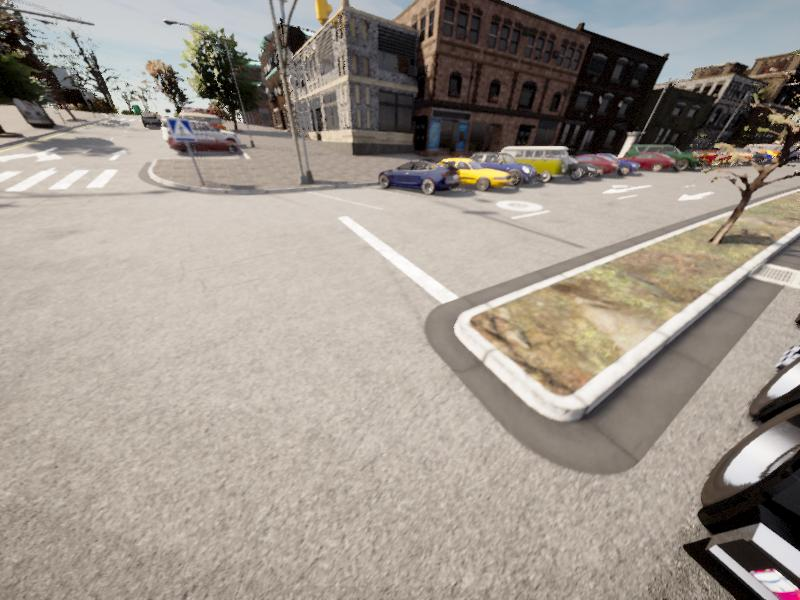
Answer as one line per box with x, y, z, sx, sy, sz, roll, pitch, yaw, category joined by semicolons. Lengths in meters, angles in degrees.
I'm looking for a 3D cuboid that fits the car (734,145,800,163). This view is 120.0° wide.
50.056;-20.060;31.595;1.878;1.987;4.442;-27;42;-35;car

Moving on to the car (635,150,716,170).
27.911;-14.404;23.667;5.008;1.535;2.097;29;43;36;car

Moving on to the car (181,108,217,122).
-39.307;-36.301;45.340;2.185;1.767;4.553;27;42;25;car

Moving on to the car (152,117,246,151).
-17.588;-14.766;20.663;2.435;2.045;5.566;28;42;25;car

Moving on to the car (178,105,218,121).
-42.676;-39.545;49.063;2.435;2.045;5.566;24;39;28;car

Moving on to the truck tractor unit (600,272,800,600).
5.125;-0.285;0.762;6.516;4.208;3.053;-18;39;-23;truck tractor unit

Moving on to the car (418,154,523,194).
3.788;-7.438;13.419;5.366;1.575;1.946;26;42;33;car

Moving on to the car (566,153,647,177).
17.046;-11.395;19.311;4.674;1.452;2.002;28;42;35;car

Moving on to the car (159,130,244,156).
-15.967;-12.858;18.926;2.002;1.452;4.674;28;42;25;car

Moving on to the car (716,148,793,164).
47.070;-19.329;30.919;1.946;1.575;5.366;-28;43;-34;car

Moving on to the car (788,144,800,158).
72.163;-25.372;39.372;2.435;2.045;5.566;-27;42;-34;car

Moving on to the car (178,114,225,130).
-29.219;-26.207;34.126;2.002;1.452;4.674;28;42;25;car

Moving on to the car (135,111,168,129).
-32.910;-23.970;30.742;2.128;1.511;4.902;-19;45;-29;car

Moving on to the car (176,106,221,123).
-37.580;-34.731;43.371;2.435;2.045;5.566;28;42;24;car

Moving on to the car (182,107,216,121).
-40.969;-37.940;47.263;2.185;1.767;4.553;25;40;26;car

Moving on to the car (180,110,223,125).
-35.793;-32.974;41.783;1.946;1.575;5.366;27;42;25;car

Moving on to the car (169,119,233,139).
-22.596;-19.557;26.493;2.231;1.521;4.892;28;42;25;car

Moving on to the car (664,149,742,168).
33.391;-15.827;25.762;2.097;1.535;5.008;-29;44;-36;car

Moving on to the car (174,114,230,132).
-27.452;-24.655;32.321;1.946;1.575;5.366;28;42;25;car

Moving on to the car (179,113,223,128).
-30.894;-27.874;36.021;2.002;1.452;4.674;28;42;25;car

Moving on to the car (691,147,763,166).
38.913;-17.316;27.732;2.185;1.767;4.553;-29;43;-35;car

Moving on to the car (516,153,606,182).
11.658;-9.888;17.027;4.892;1.521;2.231;27;42;34;car

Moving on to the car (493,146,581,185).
9.069;-9.246;15.679;4.442;1.987;1.878;27;42;34;car

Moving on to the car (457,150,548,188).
6.288;-8.424;14.650;4.553;1.767;2.185;26;42;34;car

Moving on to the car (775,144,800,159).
66.577;-24.079;37.469;2.435;2.045;5.566;-28;43;-34;car

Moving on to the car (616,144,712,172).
25.207;-13.870;22.434;5.566;2.045;2.435;28;43;35;car

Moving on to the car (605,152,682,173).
22.461;-12.896;21.519;4.674;1.452;2.002;28;43;35;car

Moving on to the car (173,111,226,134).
-25.951;-23.023;30.080;1.878;1.987;4.442;28;43;25;car

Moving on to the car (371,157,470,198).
0.947;-6.766;12.500;4.792;1.488;2.163;26;42;33;car

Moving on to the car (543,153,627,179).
14.350;-10.624;18.178;4.674;1.452;2.002;27;43;34;car

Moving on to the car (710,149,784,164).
44.431;-18.590;29.833;2.097;1.535;5.008;-28;43;-35;car

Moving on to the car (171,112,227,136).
-24.290;-21.351;28.177;1.878;1.987;4.442;28;43;25;car

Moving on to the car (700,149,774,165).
41.671;-17.901;28.820;2.231;1.521;4.892;-28;43;-35;car

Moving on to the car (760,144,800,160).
61.040;-22.768;35.539;2.435;2.045;5.566;-28;43;-34;car
